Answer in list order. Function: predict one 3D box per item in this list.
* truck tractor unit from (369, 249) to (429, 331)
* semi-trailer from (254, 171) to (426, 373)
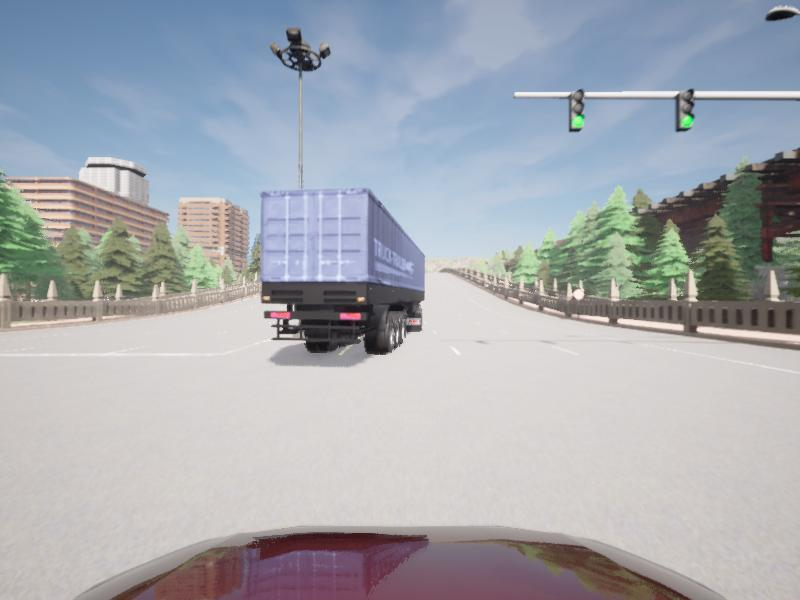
[{"bbox_3d":[-0.027,-0.518,23.812,3.053,4.208,6.516,0,0,1],"label":"truck tractor unit"},{"bbox_3d":[-0.923,-0.614,15.964,2.717,4.402,14.254,1,0,8],"label":"semi-trailer"}]
